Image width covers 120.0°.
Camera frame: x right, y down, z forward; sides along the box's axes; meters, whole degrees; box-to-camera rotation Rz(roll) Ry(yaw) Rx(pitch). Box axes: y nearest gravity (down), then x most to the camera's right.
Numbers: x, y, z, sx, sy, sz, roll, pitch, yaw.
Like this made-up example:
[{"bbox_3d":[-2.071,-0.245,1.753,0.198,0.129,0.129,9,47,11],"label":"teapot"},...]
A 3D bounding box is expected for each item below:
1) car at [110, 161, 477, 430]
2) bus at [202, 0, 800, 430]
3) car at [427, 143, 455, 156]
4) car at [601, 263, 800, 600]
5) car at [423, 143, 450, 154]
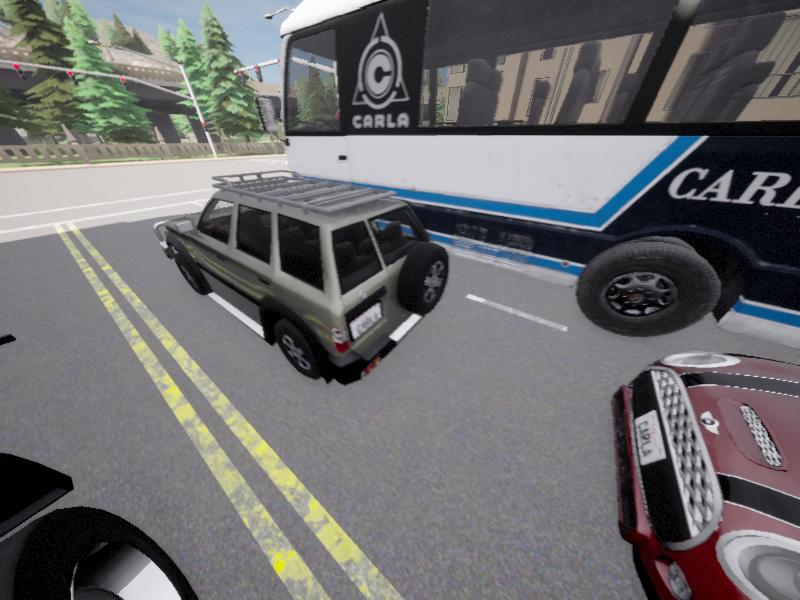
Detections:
[{"bbox_3d":[-1.643,-0.761,3.350,4.605,1.855,1.932,22,41,28],"label":"car"},{"bbox_3d":[2.005,-2.623,3.962,10.273,4.253,3.944,22,41,28],"label":"bus"},{"bbox_3d":[6.325,-23.144,35.439,4.193,1.474,1.816,-29,44,-35],"label":"car"},{"bbox_3d":[3.283,1.412,0.652,3.806,1.475,1.970,22,41,28],"label":"car"},{"bbox_3d":[6.124,-25.586,38.996,4.181,1.385,1.994,-25,42,-31],"label":"car"}]
